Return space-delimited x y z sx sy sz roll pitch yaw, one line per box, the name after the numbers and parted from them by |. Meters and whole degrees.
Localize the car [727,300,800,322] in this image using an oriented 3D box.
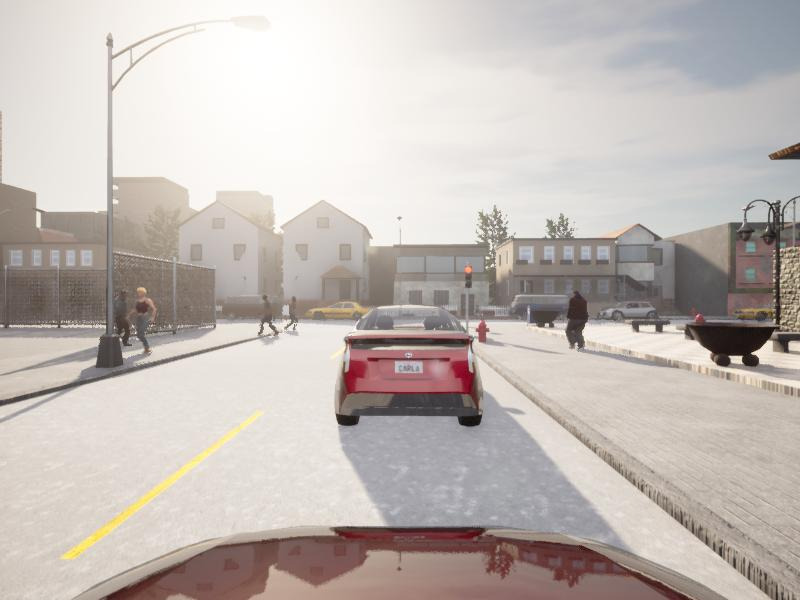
27.991 0.801 29.997 5.366 1.575 1.801 0 0 1 | car

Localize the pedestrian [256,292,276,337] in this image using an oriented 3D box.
-5.624 0.600 16.828 0.751 1.860 0.751 0 0 -12 | pedestrian

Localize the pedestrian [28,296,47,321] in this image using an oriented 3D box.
-26.928 0.637 29.755 0.751 1.860 0.751 0 0 -5 | pedestrian

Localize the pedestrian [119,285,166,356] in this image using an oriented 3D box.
-6.949 0.534 10.810 0.751 1.860 0.751 0 0 10 | pedestrian

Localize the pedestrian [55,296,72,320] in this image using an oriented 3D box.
-26.934 0.637 32.043 0.751 1.860 0.751 0 0 12 | pedestrian

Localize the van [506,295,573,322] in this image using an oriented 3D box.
10.497 0.600 30.384 4.442 1.987 1.775 0 0 1 | van

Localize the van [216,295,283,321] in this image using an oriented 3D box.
-11.494 0.599 30.713 4.442 1.987 1.775 0 0 4 | van

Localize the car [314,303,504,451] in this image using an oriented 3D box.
0.137 0.828 6.489 2.007 1.525 4.514 0 0 1 | car

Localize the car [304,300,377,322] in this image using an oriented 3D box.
-4.487 0.805 30.714 5.366 1.575 1.801 0 0 1 | car

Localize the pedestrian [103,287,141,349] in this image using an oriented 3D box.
-8.674 0.534 12.498 0.751 1.860 0.751 0 0 -12 | pedestrian

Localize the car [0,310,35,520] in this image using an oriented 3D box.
-4.006 0.836 0.742 2.128 1.511 4.902 0 0 1 | car

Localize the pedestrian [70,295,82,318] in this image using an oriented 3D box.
-26.914 0.533 33.220 0.751 1.860 0.751 0 0 -39 | pedestrian

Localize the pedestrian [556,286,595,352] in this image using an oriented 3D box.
5.131 0.525 11.710 0.751 1.860 0.751 0 0 -16 | pedestrian

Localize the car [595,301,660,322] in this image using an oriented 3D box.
17.126 0.853 30.237 3.806 1.475 1.970 0 0 1 | car

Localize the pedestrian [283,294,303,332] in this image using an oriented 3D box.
-5.402 0.637 20.201 0.751 1.860 0.751 0 0 6 | pedestrian
